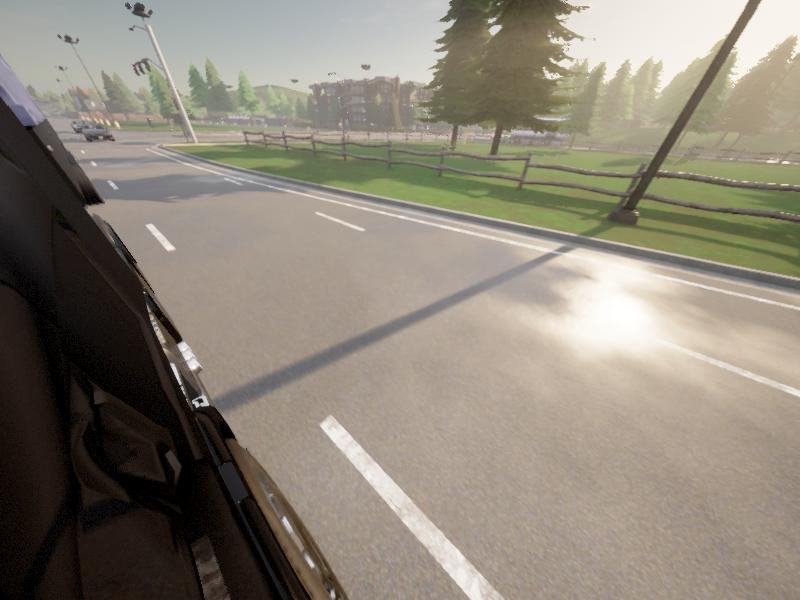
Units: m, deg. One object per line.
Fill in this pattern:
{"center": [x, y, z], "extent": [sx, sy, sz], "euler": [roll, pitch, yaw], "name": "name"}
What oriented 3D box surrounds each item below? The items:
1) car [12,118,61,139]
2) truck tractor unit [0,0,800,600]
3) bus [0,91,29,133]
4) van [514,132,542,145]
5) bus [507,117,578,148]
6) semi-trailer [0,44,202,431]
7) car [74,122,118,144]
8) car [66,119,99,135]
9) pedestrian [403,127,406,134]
{"center": [-37.561, -17.795, 23.966], "extent": [4.902, 1.511, 2.128], "euler": [28, 44, 30], "name": "car"}
{"center": [-2.645, -0.295, 0.351], "extent": [6.516, 4.208, 3.053], "euler": [28, 44, 30], "name": "truck tractor unit"}
{"center": [-50.775, -23.295, 28.279], "extent": [10.273, 4.253, 3.944], "euler": [28, 44, 30], "name": "bus"}
{"center": [27.143, -34.419, 49.131], "extent": [4.442, 1.987, 1.775], "euler": [28, 44, 30], "name": "van"}
{"center": [27.197, -32.458, 44.646], "extent": [10.273, 4.253, 3.944], "euler": [28, 44, 30], "name": "bus"}
{"center": [-8.698, -3.594, 4.244], "extent": [14.254, 4.402, 2.717], "euler": [28, 44, 30], "name": "semi-trailer"}
{"center": [-28.915, -15.925, 21.979], "extent": [4.193, 1.474, 1.816], "euler": [28, 44, 30], "name": "car"}
{"center": [-41.677, -22.727, 30.323], "extent": [3.806, 1.475, 1.970], "euler": [28, 44, 30], "name": "car"}
{"center": [1.598, -56.617, 77.296], "extent": [0.751, 1.860, 0.751], "euler": [24, 42, 26], "name": "pedestrian"}
